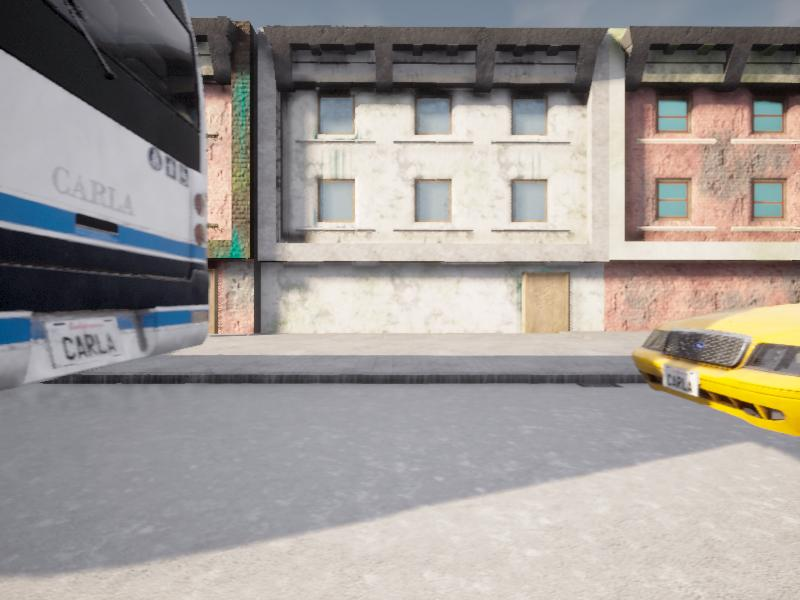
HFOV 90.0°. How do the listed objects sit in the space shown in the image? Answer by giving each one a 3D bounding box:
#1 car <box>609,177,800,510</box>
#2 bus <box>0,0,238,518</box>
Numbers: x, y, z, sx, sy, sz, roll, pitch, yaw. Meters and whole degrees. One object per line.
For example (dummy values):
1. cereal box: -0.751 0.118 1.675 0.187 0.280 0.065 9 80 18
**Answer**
1. car: 4.569 0.203 2.719 5.366 1.575 1.801 0 0 0
2. bus: -6.971 -1.137 2.534 10.273 4.253 3.944 0 0 0
